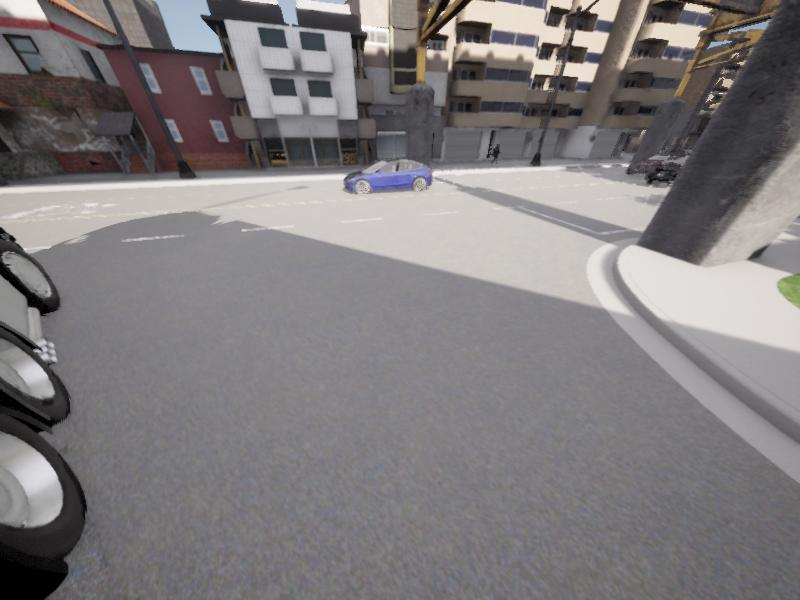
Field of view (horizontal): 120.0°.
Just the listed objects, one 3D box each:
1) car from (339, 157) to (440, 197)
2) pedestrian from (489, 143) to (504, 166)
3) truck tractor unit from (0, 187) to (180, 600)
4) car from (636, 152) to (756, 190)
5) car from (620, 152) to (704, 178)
[{"bbox_3d":[-0.596,-6.622,12.305,4.792,1.488,2.163,-10,36,-14],"label":"car"},{"bbox_3d":[9.537,-14.400,22.852,0.751,1.860,0.751,-10,36,-13],"label":"pedestrian"},{"bbox_3d":[-4.973,-0.419,0.952,6.516,4.208,3.053,24,41,30],"label":"truck tractor unit"},{"bbox_3d":[17.345,-7.735,13.664,5.238,1.638,1.930,-10,36,-14],"label":"car"},{"bbox_3d":[19.476,-10.105,17.251,4.674,1.442,1.812,-10,36,-14],"label":"car"}]
